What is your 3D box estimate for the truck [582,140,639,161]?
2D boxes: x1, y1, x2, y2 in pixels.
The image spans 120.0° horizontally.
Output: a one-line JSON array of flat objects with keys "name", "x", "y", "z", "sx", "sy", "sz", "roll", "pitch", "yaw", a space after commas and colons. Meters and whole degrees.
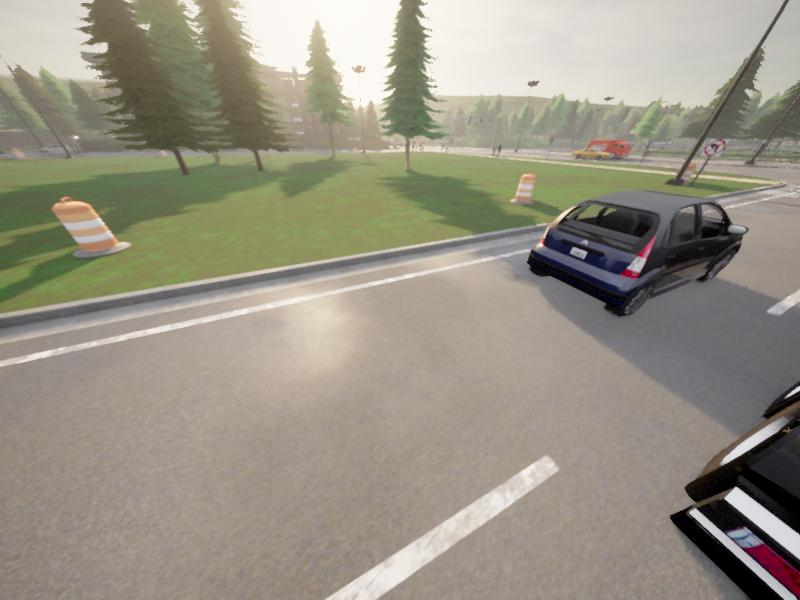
[{"name": "truck", "x": 31.479, "y": -22.663, "z": 34.813, "sx": 2.627, "sy": 2.467, "sz": 5.204, "roll": -14, "pitch": 37, "yaw": -19}]

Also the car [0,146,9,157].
[{"name": "car", "x": -56.960, "y": -19.691, "z": 30.702, "sx": 4.718, "sy": 1.301, "sz": 1.895, "roll": -14, "pitch": 37, "yaw": -20}]

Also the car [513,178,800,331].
[{"name": "car", "x": 4.533, "y": -1.142, "z": 4.306, "sx": 3.988, "sy": 1.617, "sz": 1.851, "roll": -14, "pitch": 37, "yaw": -20}]

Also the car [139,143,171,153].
[{"name": "car", "x": -46.478, "y": -28.965, "z": 43.925, "sx": 3.633, "sy": 1.501, "sz": 1.845, "roll": -14, "pitch": 37, "yaw": -20}]

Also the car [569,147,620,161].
[{"name": "car", "x": 28.275, "y": -21.507, "z": 33.896, "sx": 1.801, "sy": 1.575, "sz": 5.366, "roll": -14, "pitch": 37, "yaw": -19}]

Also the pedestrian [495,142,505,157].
[{"name": "pedestrian", "x": 15.193, "y": -22.910, "z": 35.235, "sx": 0.751, "sy": 1.860, "sz": 0.751, "roll": -10, "pitch": 36, "yaw": -14}]

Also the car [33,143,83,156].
[{"name": "car", "x": -52.358, "y": -23.122, "z": 35.476, "sx": 3.633, "sy": 1.501, "sz": 1.845, "roll": -14, "pitch": 37, "yaw": -20}]

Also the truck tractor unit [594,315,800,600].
[{"name": "truck tractor unit", "x": 5.213, "y": -0.183, "z": 0.629, "sx": 6.516, "sy": 4.208, "sz": 3.053, "roll": -14, "pitch": 37, "yaw": -19}]

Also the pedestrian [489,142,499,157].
[{"name": "pedestrian", "x": 14.834, "y": -23.679, "z": 36.340, "sx": 0.751, "sy": 1.860, "sz": 0.751, "roll": -10, "pitch": 36, "yaw": -15}]
